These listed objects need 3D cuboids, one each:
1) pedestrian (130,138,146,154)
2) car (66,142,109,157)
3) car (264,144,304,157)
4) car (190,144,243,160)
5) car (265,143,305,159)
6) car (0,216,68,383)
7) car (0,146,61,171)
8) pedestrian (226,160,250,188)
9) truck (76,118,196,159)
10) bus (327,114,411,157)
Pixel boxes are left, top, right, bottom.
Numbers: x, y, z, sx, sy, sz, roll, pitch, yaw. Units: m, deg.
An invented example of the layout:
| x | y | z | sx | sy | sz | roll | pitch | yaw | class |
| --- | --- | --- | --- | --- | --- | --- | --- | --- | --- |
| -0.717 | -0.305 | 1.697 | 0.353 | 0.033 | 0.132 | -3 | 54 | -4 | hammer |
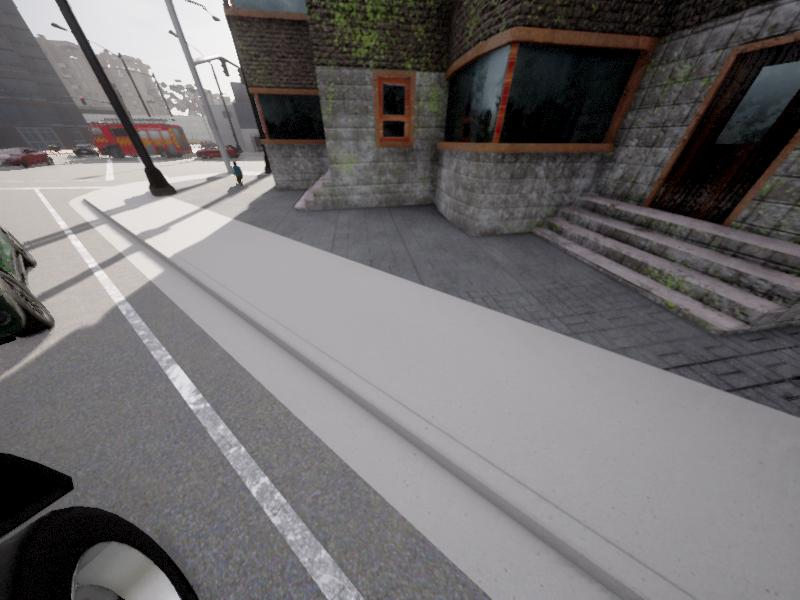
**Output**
| x | y | z | sx | sy | sz | roll | pitch | yaw | class |
| --- | --- | --- | --- | --- | --- | --- | --- | --- | --- |
| -37.110 | -21.810 | 32.681 | 0.751 | 1.860 | 0.751 | -28 | 44 | -34 | pedestrian |
| -42.240 | -20.515 | 31.408 | 2.038 | 1.542 | 4.974 | -21 | 41 | -28 | car |
| -15.285 | -19.851 | 30.652 | 4.181 | 1.385 | 1.994 | -6 | 35 | -8 | car |
| -21.201 | -17.253 | 26.881 | 4.193 | 1.474 | 1.816 | -6 | 36 | -8 | car |
| -13.747 | -18.009 | 27.928 | 3.806 | 1.475 | 1.970 | -6 | 36 | -8 | car |
| -7.052 | -0.564 | 2.889 | 5.566 | 2.045 | 2.150 | 22 | 41 | 28 | car |
| -31.728 | -11.864 | 19.265 | 1.812 | 1.442 | 4.674 | -16 | 38 | -20 | car |
| -7.704 | -5.997 | 11.001 | 0.500 | 1.100 | 0.500 | 29 | 44 | 34 | pedestrian |
| -31.004 | -19.313 | 27.766 | 8.468 | 3.827 | 2.891 | -5 | 36 | -8 | truck |
| -4.020 | -22.209 | 31.221 | 10.273 | 4.253 | 3.944 | -7 | 36 | -7 | bus |
